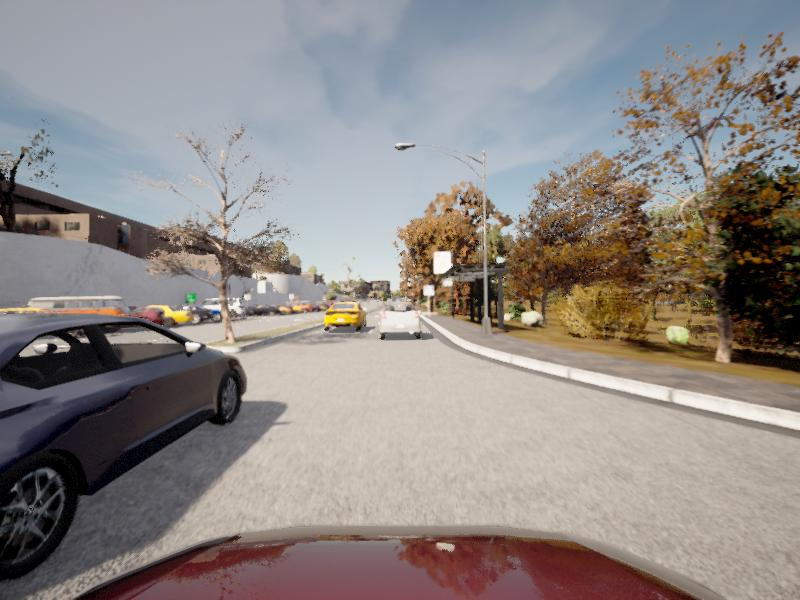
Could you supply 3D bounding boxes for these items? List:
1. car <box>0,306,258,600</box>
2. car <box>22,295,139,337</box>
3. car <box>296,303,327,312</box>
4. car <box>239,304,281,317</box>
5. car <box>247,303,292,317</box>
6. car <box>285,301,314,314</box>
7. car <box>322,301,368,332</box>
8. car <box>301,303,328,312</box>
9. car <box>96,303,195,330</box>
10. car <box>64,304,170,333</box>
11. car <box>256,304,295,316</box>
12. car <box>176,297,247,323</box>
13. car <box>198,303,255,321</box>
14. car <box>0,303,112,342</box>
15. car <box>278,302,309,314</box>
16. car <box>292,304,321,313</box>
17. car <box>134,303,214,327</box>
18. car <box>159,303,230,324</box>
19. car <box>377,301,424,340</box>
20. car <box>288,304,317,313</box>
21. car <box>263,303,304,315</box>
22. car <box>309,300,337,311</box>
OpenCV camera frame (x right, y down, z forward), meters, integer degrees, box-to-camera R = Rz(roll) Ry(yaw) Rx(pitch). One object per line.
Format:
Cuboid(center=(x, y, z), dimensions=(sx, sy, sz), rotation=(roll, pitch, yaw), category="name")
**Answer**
Cuboid(center=(-3.000, 0.849, 3.783), dimensions=(1.816, 1.474, 4.193), rotation=(0, 0, 0), category="car")
Cuboid(center=(-16.782, 0.808, 21.295), dimensions=(4.442, 1.987, 1.878), rotation=(-1, -1, -20), category="car")
Cuboid(center=(-16.584, 1.437, 75.014), dimensions=(5.366, 1.575, 1.946), rotation=(-1, 0, -20), category="car")
Cuboid(center=(-16.816, 1.250, 48.089), dimensions=(4.674, 1.452, 2.002), rotation=(-1, 0, -20), category="car")
Cuboid(center=(-16.641, 1.234, 51.138), dimensions=(5.366, 1.575, 1.946), rotation=(-1, -1, -20), category="car")
Cuboid(center=(-16.675, 1.169, 66.042), dimensions=(4.442, 1.987, 1.878), rotation=(-1, -1, -20), category="car")
Cuboid(center=(-2.979, 0.864, 22.570), dimensions=(1.882, 1.535, 5.008), rotation=(-1, 0, 0), category="car")
Cuboid(center=(-16.721, 1.480, 77.942), dimensions=(4.792, 1.488, 2.163), rotation=(-1, 0, -20), category="car")
Cuboid(center=(-17.045, 1.063, 27.151), dimensions=(5.366, 1.575, 1.946), rotation=(-1, 0, -20), category="car")
Cuboid(center=(-16.904, 1.079, 24.221), dimensions=(4.792, 1.488, 2.163), rotation=(-1, 0, -20), category="car")
Cuboid(center=(-16.833, 1.304, 54.042), dimensions=(4.792, 1.488, 2.163), rotation=(-1, 0, -20), category="car")
Cuboid(center=(-16.882, 0.861, 36.150), dimensions=(5.566, 2.045, 2.435), rotation=(-1, 0, -20), category="car")
Cuboid(center=(-16.853, 1.135, 39.149), dimensions=(4.892, 1.521, 2.231), rotation=(-1, -1, -20), category="car")
Cuboid(center=(-16.720, 1.016, 18.335), dimensions=(5.366, 1.575, 1.946), rotation=(-1, -1, -20), category="car")
Cuboid(center=(-16.759, 1.244, 63.014), dimensions=(4.553, 1.767, 2.185), rotation=(-1, 0, -20), category="car")
Cuboid(center=(-16.789, 1.465, 71.945), dimensions=(4.792, 1.488, 2.163), rotation=(-1, 0, -20), category="car")
Cuboid(center=(-16.858, 1.079, 30.198), dimensions=(4.892, 1.521, 2.231), rotation=(-1, 0, -20), category="car")
Cuboid(center=(-16.863, 1.094, 33.184), dimensions=(5.008, 1.535, 2.097), rotation=(-1, -1, -20), category="car")
Cuboid(center=(0.012, 0.809, 17.569), dimensions=(1.845, 1.501, 3.633), rotation=(-1, 0, 0), category="car")
Cuboid(center=(-16.765, 1.456, 68.973), dimensions=(4.674, 1.452, 2.002), rotation=(-1, 0, -20), category="car")
Cuboid(center=(-16.626, 1.301, 57.103), dimensions=(5.366, 1.575, 1.946), rotation=(-1, -1, -20), category="car")
Cuboid(center=(-16.761, 1.195, 86.870), dimensions=(5.566, 2.045, 2.435), rotation=(-2, 0, -20), category="car")
